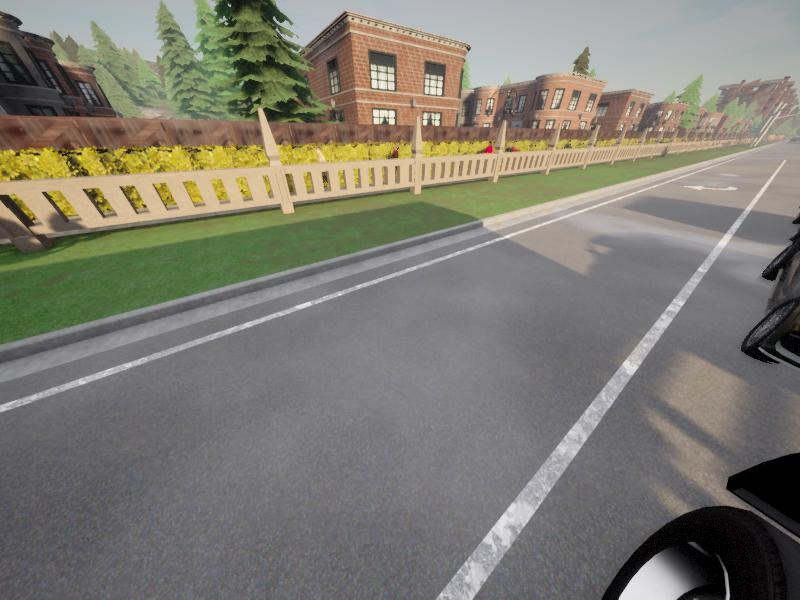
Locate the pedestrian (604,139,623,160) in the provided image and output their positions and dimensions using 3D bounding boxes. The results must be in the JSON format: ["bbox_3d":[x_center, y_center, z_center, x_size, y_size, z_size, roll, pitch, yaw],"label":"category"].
[{"bbox_3d":[22.877,-16.162,24.779,0.751,1.860,0.751,-25,42,-31],"label":"pedestrian"}]

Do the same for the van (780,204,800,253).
[{"bbox_3d":[11.567,-2.375,5.484,4.442,1.987,1.775,-22,41,-28],"label":"van"}]

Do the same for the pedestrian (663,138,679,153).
[{"bbox_3d":[41.172,-23.492,35.060,0.751,1.860,0.751,-23,41,-29],"label":"pedestrian"}]

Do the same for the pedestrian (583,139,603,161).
[{"bbox_3d":[19.504,-15.172,23.397,0.751,1.860,0.751,-23,41,-28],"label":"pedestrian"}]

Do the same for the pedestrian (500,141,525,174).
[{"bbox_3d":[7.502,-9.524,15.460,0.751,1.860,0.751,-24,41,-29],"label":"pedestrian"}]

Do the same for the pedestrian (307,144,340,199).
[{"bbox_3d":[-3.083,-5.237,9.447,0.751,1.860,0.751,-22,40,-27],"label":"pedestrian"}]

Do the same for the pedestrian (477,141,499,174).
[{"bbox_3d":[5.923,-9.604,15.585,0.751,1.860,0.751,-24,42,-30],"label":"pedestrian"}]

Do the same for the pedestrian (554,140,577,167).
[{"bbox_3d":[13.735,-12.197,19.212,0.751,1.860,0.751,-23,41,-28],"label":"pedestrian"}]

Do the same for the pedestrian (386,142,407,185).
[{"bbox_3d":[-0.162,-7.190,12.199,0.751,1.860,0.751,-22,40,-27],"label":"pedestrian"}]

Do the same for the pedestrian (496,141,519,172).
[{"bbox_3d":[7.615,-10.165,16.370,0.751,1.860,0.751,-20,40,-26],"label":"pedestrian"}]

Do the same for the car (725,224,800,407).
[{"bbox_3d":[6.485,-0.149,2.686,5.027,1.651,2.152,-22,41,-28],"label":"car"}]

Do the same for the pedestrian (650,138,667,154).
[{"bbox_3d":[36.620,-21.852,32.763,0.751,1.860,0.751,-22,41,-28],"label":"pedestrian"}]
